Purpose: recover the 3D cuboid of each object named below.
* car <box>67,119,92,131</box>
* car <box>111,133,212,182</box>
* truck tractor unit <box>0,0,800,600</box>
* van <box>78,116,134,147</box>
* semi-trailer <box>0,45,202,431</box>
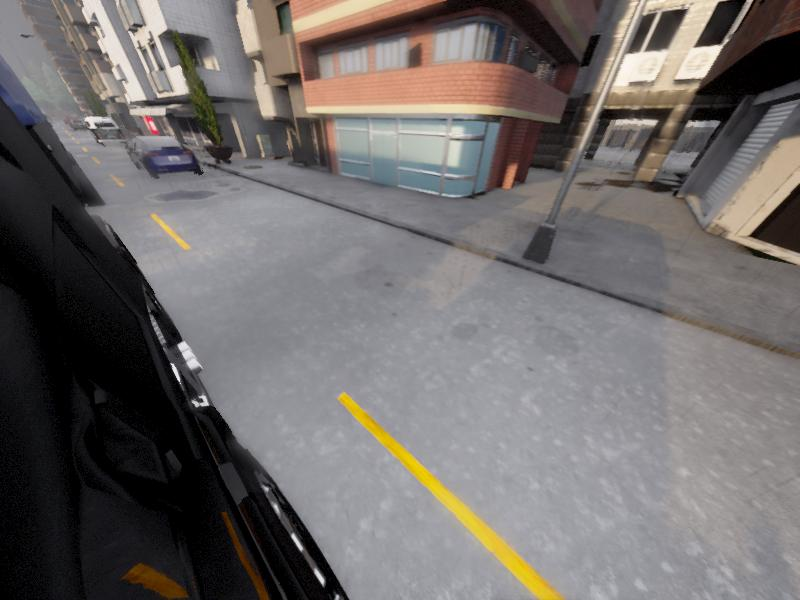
[{"bbox_3d":[-54.798,-29.914,39.483,3.806,1.475,1.970,28,44,30],"label":"car"},{"bbox_3d":[-11.486,-6.987,11.114,4.792,1.488,2.163,28,44,30],"label":"car"},{"bbox_3d":[-2.645,-0.295,0.351,6.516,4.208,3.053,28,44,30],"label":"truck tractor unit"},{"bbox_3d":[-26.384,-15.102,20.710,4.480,2.038,2.069,28,44,30],"label":"van"},{"bbox_3d":[-8.706,-3.576,4.255,14.254,4.402,2.717,28,44,30],"label":"semi-trailer"}]
